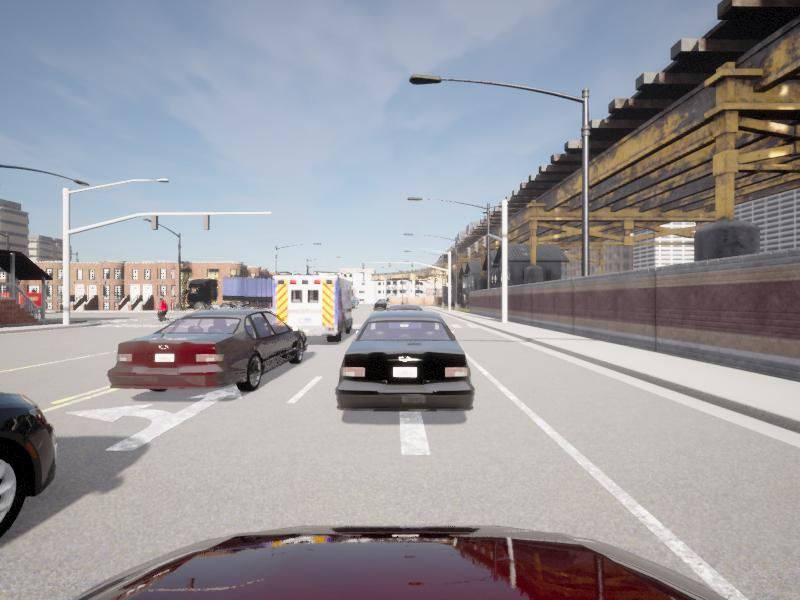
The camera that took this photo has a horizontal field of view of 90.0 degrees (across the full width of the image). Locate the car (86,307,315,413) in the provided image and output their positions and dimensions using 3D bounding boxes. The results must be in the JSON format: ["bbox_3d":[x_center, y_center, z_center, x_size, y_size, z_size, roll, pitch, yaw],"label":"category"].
[{"bbox_3d":[-3.400,0.895,8.344,2.033,1.411,5.357,0,0,1],"label":"car"}]

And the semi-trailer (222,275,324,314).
[{"bbox_3d":[-15.844,-0.628,51.890,2.717,4.402,14.254,1,1,32],"label":"semi-trailer"}]

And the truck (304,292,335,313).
[{"bbox_3d":[-9.894,0.360,49.645,2.627,2.467,5.204,0,0,1],"label":"truck"}]

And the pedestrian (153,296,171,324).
[{"bbox_3d":[-15.764,0.637,26.525,0.751,1.860,0.751,0,0,-1],"label":"pedestrian"}]

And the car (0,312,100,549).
[{"bbox_3d":[-3.490,0.844,0.953,1.837,1.490,4.892,0,0,1],"label":"car"}]

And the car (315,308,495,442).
[{"bbox_3d":[0.088,0.895,7.195,2.033,1.411,5.357,0,0,1],"label":"car"}]

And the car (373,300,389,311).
[{"bbox_3d":[-2.868,0.771,61.610,1.930,1.638,5.238,0,0,2],"label":"car"}]

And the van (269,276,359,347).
[{"bbox_3d":[-3.295,0.378,16.923,2.351,2.431,6.366,0,0,1],"label":"van"}]

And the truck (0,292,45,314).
[{"bbox_3d":[-44.226,0.355,45.903,5.204,2.467,2.627,0,0,11],"label":"truck"}]

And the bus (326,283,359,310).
[{"bbox_3d":[-9.556,-0.535,68.137,3.944,4.253,10.273,0,0,1],"label":"bus"}]

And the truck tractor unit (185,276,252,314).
[{"bbox_3d":[-20.918,-0.520,46.523,6.516,4.208,3.053,0,0,-8],"label":"truck tractor unit"}]

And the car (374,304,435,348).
[{"bbox_3d":[0.191,0.895,15.982,2.033,1.411,5.357,0,0,1],"label":"car"}]
